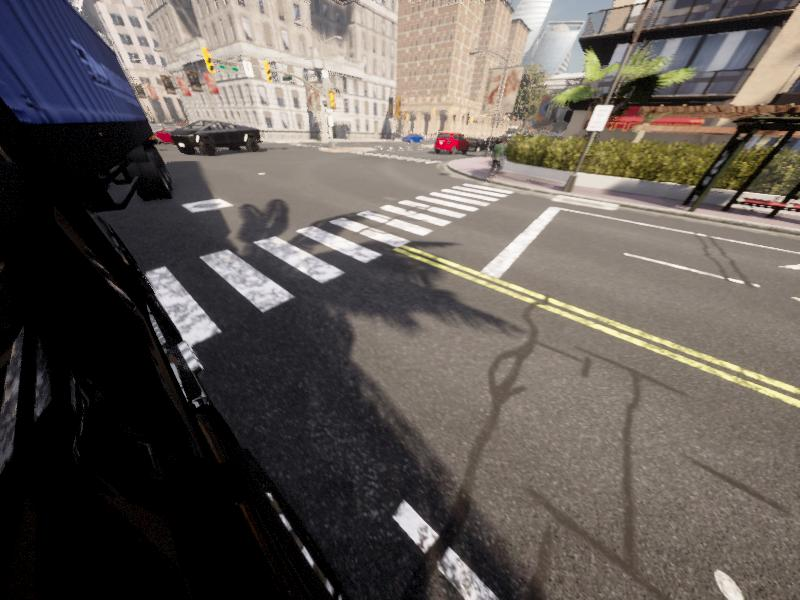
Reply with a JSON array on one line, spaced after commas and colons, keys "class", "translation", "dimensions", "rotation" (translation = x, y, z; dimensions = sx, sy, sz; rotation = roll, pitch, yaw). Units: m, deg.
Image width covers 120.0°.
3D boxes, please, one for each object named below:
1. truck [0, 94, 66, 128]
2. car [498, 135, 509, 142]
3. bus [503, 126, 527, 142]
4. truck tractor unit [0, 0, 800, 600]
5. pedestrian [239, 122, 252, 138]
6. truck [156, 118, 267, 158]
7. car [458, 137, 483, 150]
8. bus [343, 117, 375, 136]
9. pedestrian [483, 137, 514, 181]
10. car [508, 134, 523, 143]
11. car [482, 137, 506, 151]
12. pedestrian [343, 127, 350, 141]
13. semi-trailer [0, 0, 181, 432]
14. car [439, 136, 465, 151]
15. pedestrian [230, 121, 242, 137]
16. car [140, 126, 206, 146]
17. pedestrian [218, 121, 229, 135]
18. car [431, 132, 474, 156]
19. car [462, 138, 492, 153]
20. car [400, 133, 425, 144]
[{"class": "truck", "translation": [-58.905, -30.224, 37.209], "dimensions": [2.891, 3.827, 8.468], "rotation": [-23, 44, -30]}, {"class": "car", "translation": [33.185, -51.816, 74.029], "dimensions": [1.905, 1.878, 3.866], "rotation": [27, 43, 29]}, {"class": "bus", "translation": [39.928, -57.447, 80.049], "dimensions": [3.944, 4.253, 10.273], "rotation": [27, 43, 29]}, {"class": "truck tractor unit", "translation": [-2.645, -0.295, 0.351], "dimensions": [6.516, 4.208, 3.053], "rotation": [28, 44, 30]}, {"class": "pedestrian", "translation": [-22.035, -24.222, 32.941], "dimensions": [0.751, 1.860, 0.751], "rotation": [20, 40, 22]}, {"class": "truck", "translation": [-13.924, -12.549, 17.872], "dimensions": [2.390, 2.098, 6.274], "rotation": [12, 38, 12]}, {"class": "car", "translation": [11.261, -25.013, 36.798], "dimensions": [2.007, 1.525, 4.514], "rotation": [27, 43, 29]}, {"class": "bus", "translation": [-13.203, -55.547, 73.962], "dimensions": [10.273, 4.253, 3.944], "rotation": [27, 43, 29]}, {"class": "pedestrian", "translation": [5.089, -7.318, 12.005], "dimensions": [0.751, 1.860, 0.751], "rotation": [-25, 45, -32]}, {"class": "car", "translation": [36.405, -50.839, 72.787], "dimensions": [2.150, 2.045, 5.566], "rotation": [27, 43, 29]}, {"class": "car", "translation": [14.483, -24.000, 35.583], "dimensions": [1.851, 1.617, 3.988], "rotation": [27, 43, 29]}, {"class": "pedestrian", "translation": [-8.973, -27.902, 38.761], "dimensions": [0.751, 1.860, 0.751], "rotation": [26, 42, 28]}, {"class": "semi-trailer", "translation": [-7.758, -4.112, 4.975], "dimensions": [2.717, 4.402, 14.254], "rotation": [-24, 44, -30]}, {"class": "car", "translation": [7.406, -22.265, 32.821], "dimensions": [1.789, 1.549, 3.705], "rotation": [27, 43, 29]}, {"class": "pedestrian", "translation": [-24.761, -25.759, 34.827], "dimensions": [0.751, 1.860, 0.751], "rotation": [27, 43, 29]}, {"class": "car", "translation": [-22.825, -16.674, 23.443], "dimensions": [4.181, 1.385, 1.994], "rotation": [-1, 37, -5]}, {"class": "pedestrian", "translation": [-28.447, -27.724, 37.225], "dimensions": [0.751, 1.860, 0.751], "rotation": [29, 44, 31]}, {"class": "car", "translation": [6.161, -18.206, 26.864], "dimensions": [2.150, 2.045, 5.566], "rotation": [27, 43, 29]}, {"class": "car", "translation": [10.530, -21.132, 31.555], "dimensions": [1.837, 1.490, 4.892], "rotation": [27, 43, 29]}, {"class": "car", "translation": [2.416, -29.682, 42.481], "dimensions": [1.882, 1.535, 5.008], "rotation": [27, 43, 29]}]
